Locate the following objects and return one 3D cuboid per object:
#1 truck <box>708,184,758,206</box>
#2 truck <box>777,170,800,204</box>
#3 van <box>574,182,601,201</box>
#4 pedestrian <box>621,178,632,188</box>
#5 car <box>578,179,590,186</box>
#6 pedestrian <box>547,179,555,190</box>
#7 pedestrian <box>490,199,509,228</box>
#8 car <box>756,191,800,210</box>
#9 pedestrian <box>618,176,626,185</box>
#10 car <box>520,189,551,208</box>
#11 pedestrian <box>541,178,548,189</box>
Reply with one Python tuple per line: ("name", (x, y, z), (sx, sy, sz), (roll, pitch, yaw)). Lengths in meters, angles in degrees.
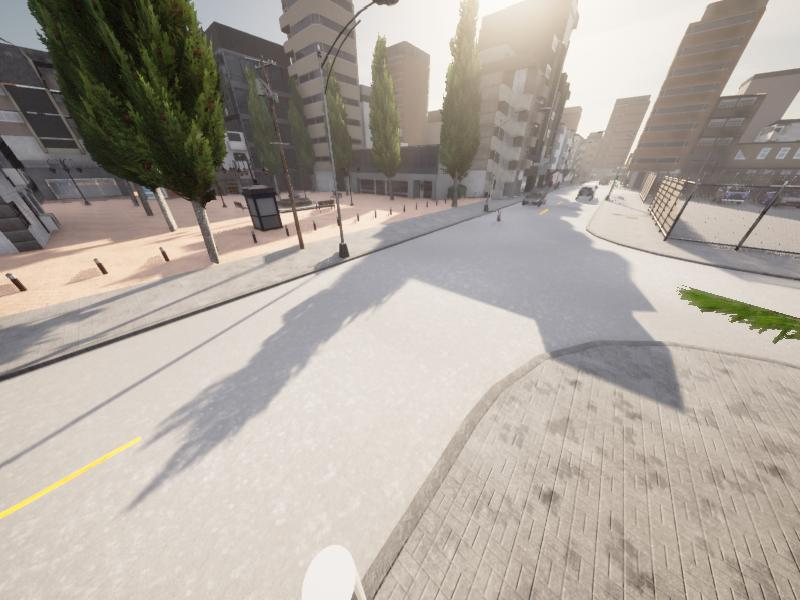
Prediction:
("truck", (40.630, -13.001, 28.353), (2.069, 2.038, 4.478), (23, 37, 34))
("truck", (55.883, -13.829, 28.565), (8.468, 3.827, 2.891), (23, 37, 34))
("van", (26.239, -15.212, 32.314), (2.069, 2.038, 4.480), (23, 37, 34))
("pedestrian", (47.141, -24.363, 48.070), (0.751, 1.860, 0.751), (10, 31, 16))
("car", (49.013, -31.361, 61.455), (1.895, 1.301, 4.718), (23, 37, 34))
("pedestrian", (29.133, -22.357, 44.611), (0.751, 1.860, 0.751), (18, 35, 28))
("pedestrian", (7.426, -6.430, 17.234), (0.751, 1.860, 0.751), (22, 36, 33))
("car", (43.557, -11.395, 26.194), (2.033, 1.415, 5.357), (23, 37, 34))
("pedestrian", (54.751, -29.524, 57.025), (0.751, 1.860, 0.751), (-19, 35, -29))
("car", (16.042, -12.014, 27.288), (2.007, 1.525, 4.514), (23, 37, 34))
("pedestrian", (29.275, -23.650, 46.852), (0.751, 1.860, 0.751), (21, 36, 31))
